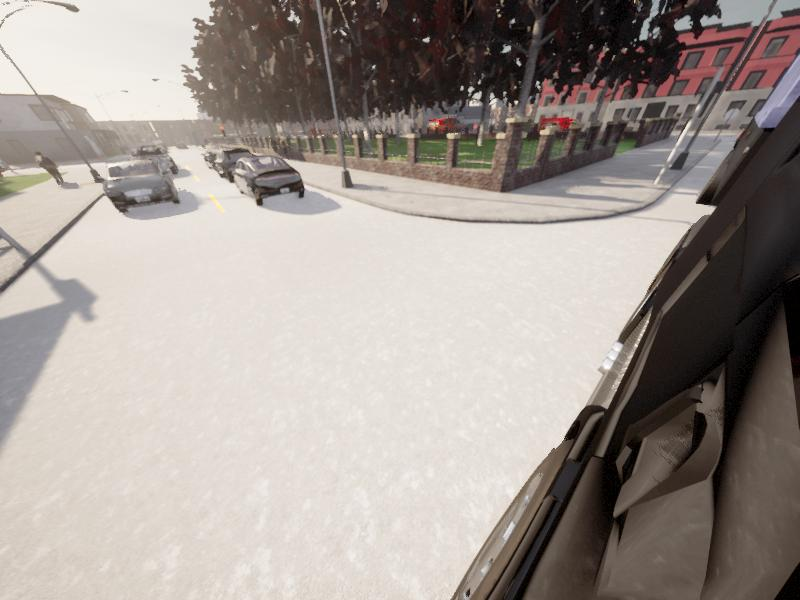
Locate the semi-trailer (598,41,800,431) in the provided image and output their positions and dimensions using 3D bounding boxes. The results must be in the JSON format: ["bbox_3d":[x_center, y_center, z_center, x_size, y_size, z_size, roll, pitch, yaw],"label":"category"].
[{"bbox_3d":[8.687,-3.616,4.234,14.254,4.402,2.717,-28,44,-30],"label":"semi-trailer"}]

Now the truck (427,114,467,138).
[{"bbox_3d":[9.903,-37.621,50.054,2.891,3.827,8.468,-28,44,-30],"label":"truck"}]

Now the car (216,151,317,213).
[{"bbox_3d":[-5.640,-5.117,9.573,2.128,1.511,4.902,-28,44,-30],"label":"car"}]

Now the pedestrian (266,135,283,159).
[{"bbox_3d":[-12.151,-14.828,22.444,0.751,1.860,0.751,-28,44,-30],"label":"pedestrian"}]

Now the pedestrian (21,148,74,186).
[{"bbox_3d":[-21.007,-7.970,13.836,0.751,1.860,0.751,-30,44,-31],"label":"pedestrian"}]

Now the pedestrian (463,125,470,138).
[{"bbox_3d":[12.145,-30.960,42.444,0.751,1.860,0.751,-28,44,-30],"label":"pedestrian"}]

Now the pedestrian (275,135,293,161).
[{"bbox_3d":[-10.340,-13.595,20.684,0.751,1.860,0.751,-28,44,-30],"label":"pedestrian"}]

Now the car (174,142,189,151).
[{"bbox_3d":[-52.228,-36.763,55.246,1.970,1.475,3.806,-28,44,-30],"label":"car"}]

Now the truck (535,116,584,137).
[{"bbox_3d":[24.746,-26.952,36.001,2.627,2.467,5.204,-29,44,-30],"label":"truck"}]

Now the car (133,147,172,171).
[{"bbox_3d":[-22.909,-13.214,21.493,1.837,1.490,4.892,-28,44,-30],"label":"car"}]

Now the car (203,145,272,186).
[{"bbox_3d":[-9.818,-8.200,13.857,2.033,1.649,4.856,-30,44,-31],"label":"car"}]

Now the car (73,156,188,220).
[{"bbox_3d":[-10.674,-4.852,9.538,2.128,1.511,4.902,-28,44,-30],"label":"car"}]

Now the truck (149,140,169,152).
[{"bbox_3d":[-56.110,-35.964,53.830,2.390,2.098,6.274,-28,44,-30],"label":"truck"}]

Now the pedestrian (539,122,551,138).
[{"bbox_3d":[21.089,-24.845,33.712,0.751,1.860,0.751,-28,44,-30],"label":"pedestrian"}]

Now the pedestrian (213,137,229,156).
[{"bbox_3d":[-22.823,-19.595,29.487,0.751,1.860,0.751,-17,39,-18],"label":"pedestrian"}]

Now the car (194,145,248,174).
[{"bbox_3d":[-14.177,-11.192,18.225,2.128,1.511,4.902,-30,45,-32],"label":"car"}]

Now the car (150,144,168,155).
[{"bbox_3d":[-45.198,-28.255,43.394,1.812,1.442,4.674,-28,44,-30],"label":"car"}]

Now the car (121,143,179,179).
[{"bbox_3d":[-18.094,-10.336,17.027,1.932,1.855,4.605,-26,42,-28],"label":"car"}]

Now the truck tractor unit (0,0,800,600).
[{"bbox_3d":[2.645,-0.295,0.352,6.516,4.208,3.053,-28,44,-30],"label":"truck tractor unit"}]

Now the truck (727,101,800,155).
[{"bbox_3d":[24.298,-11.143,14.929,5.204,2.467,2.627,-28,44,-30],"label":"truck"}]

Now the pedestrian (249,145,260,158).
[{"bbox_3d":[-15.718,-16.037,24.919,0.500,1.100,0.500,17,41,24],"label":"pedestrian"}]
